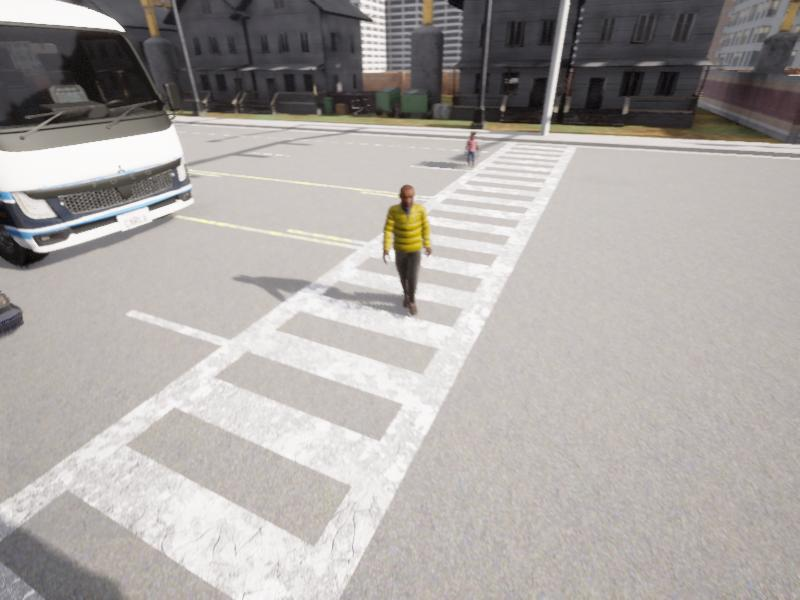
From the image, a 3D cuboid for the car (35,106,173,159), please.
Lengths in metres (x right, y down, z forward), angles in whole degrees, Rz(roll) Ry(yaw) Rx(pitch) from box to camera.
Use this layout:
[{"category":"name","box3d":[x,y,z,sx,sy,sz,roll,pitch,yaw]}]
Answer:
[{"category":"car","box3d":[-12.575,-7.216,17.048,5.238,1.638,1.930,12,33,21]}]

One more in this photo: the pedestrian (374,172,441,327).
[{"category":"pedestrian","box3d":[0.113,-0.641,5.235,0.751,1.860,0.751,1,30,3]}]

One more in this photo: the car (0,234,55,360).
[{"category":"car","box3d":[-7.516,-0.218,5.195,5.357,1.411,2.033,12,33,21]}]

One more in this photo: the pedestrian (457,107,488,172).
[{"category":"pedestrian","box3d":[2.347,-5.195,12.978,0.751,1.860,0.751,8,32,15]}]

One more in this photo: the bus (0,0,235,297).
[{"category":"bus","box3d":[-9.401,-3.864,8.639,10.273,4.253,3.944,13,33,21]}]
